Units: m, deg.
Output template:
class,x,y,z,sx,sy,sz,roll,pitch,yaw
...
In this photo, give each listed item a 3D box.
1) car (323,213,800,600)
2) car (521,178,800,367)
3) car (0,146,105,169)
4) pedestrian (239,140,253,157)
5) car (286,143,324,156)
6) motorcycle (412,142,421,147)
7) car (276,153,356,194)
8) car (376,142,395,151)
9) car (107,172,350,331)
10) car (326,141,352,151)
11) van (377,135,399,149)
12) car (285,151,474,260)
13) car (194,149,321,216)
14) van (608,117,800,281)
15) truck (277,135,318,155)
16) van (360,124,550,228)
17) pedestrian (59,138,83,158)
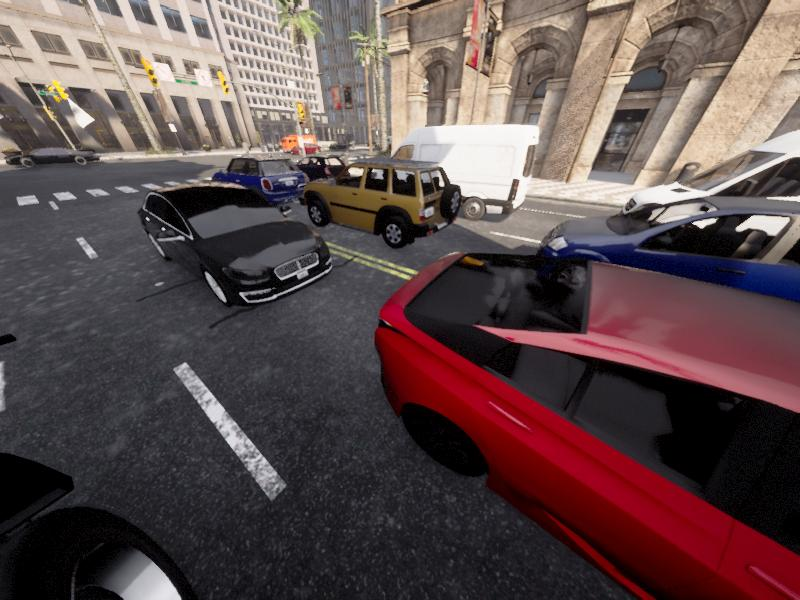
class,x,y,z,sx,sy,sz,roll,pitch,yaw
car,1.951,0.813,1.450,4.514,1.525,2.007,22,41,28
car,4.421,-0.672,3.505,3.988,1.617,1.851,22,41,28
car,-31.243,-12.953,20.863,2.033,1.411,5.357,22,41,28
pedestrian,-20.745,-20.466,31.156,0.751,1.860,0.751,23,41,29
car,-14.421,-23.073,35.273,2.163,1.488,4.792,22,41,28
motorcycle,4.778,-44.955,66.697,2.356,1.277,0.764,-15,38,-20
car,-4.342,-6.686,12.045,3.633,1.501,1.845,23,41,28
car,-2.944,-32.321,48.486,1.970,1.475,3.806,22,41,28
car,-3.502,-1.429,4.621,4.892,1.490,1.837,23,41,28
car,-12.331,-31.405,47.118,2.163,1.488,4.792,22,41,28
van,-2.674,-36.456,53.397,1.988,2.561,5.915,23,41,28
car,-0.701,-2.883,6.371,4.605,1.855,1.932,22,41,28
car,-5.659,-4.864,9.219,4.553,1.767,2.097,22,41,28
van,8.380,-1.899,4.467,5.915,2.561,1.988,22,41,28
truck,-16.483,-25.292,37.546,2.627,2.467,5.204,22,41,28
van,1.528,-4.710,8.409,5.915,2.561,1.988,22,41,28
pedestrian,-37.453,-17.324,26.311,0.751,1.860,0.751,25,42,31
